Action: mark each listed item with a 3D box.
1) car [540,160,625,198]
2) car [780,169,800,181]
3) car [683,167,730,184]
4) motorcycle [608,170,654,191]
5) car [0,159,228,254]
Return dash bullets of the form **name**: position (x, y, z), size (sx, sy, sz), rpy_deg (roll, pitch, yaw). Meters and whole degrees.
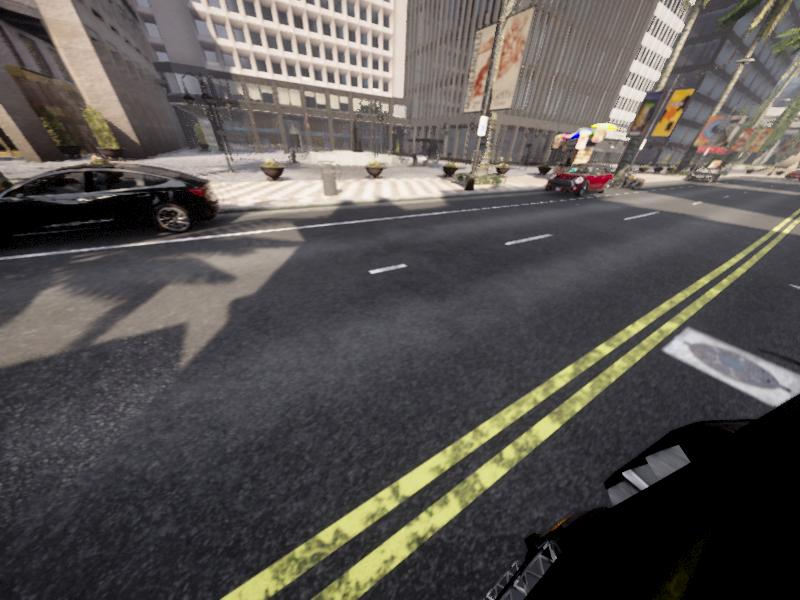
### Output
- **car**: position (11.778, -7.917, 14.968), size (4.553, 1.767, 2.185), rpy_deg (-16, 38, -26)
- **car**: position (70.162, -21.917, 40.581), size (5.008, 1.535, 1.882), rpy_deg (-9, 36, -17)
- **car**: position (37.109, -15.168, 27.955), size (4.892, 1.521, 2.231), rpy_deg (-16, 38, -26)
- **motorcycle**: position (18.185, -9.449, 18.256), size (2.356, 1.277, 0.764), rpy_deg (2, 34, -2)
- **car**: position (-7.321, -2.439, 5.609), size (4.792, 1.488, 2.163), rpy_deg (-16, 38, -26)
